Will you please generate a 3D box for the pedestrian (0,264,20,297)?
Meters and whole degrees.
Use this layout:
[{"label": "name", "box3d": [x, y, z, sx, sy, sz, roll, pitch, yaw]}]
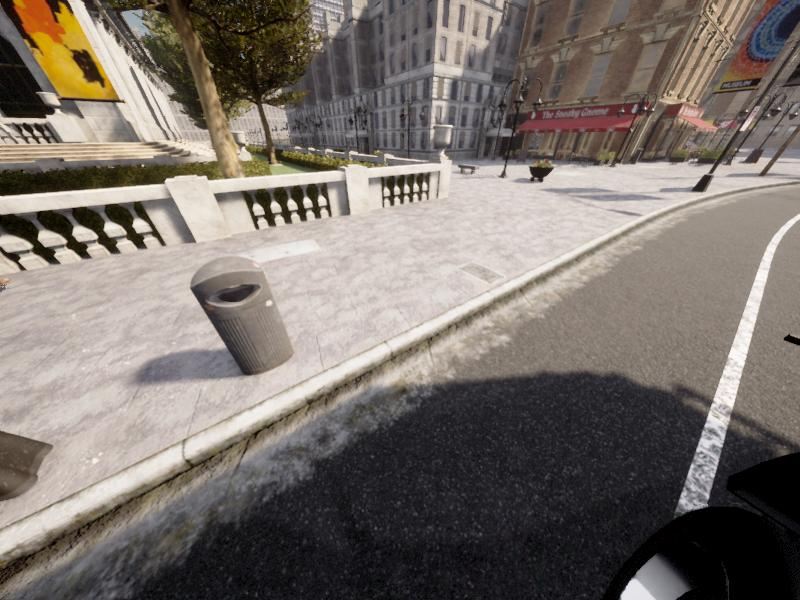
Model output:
[{"label": "pedestrian", "box3d": [-6.876, -0.787, 3.156, 0.751, 1.860, 0.751, -23, 41, -28]}]
